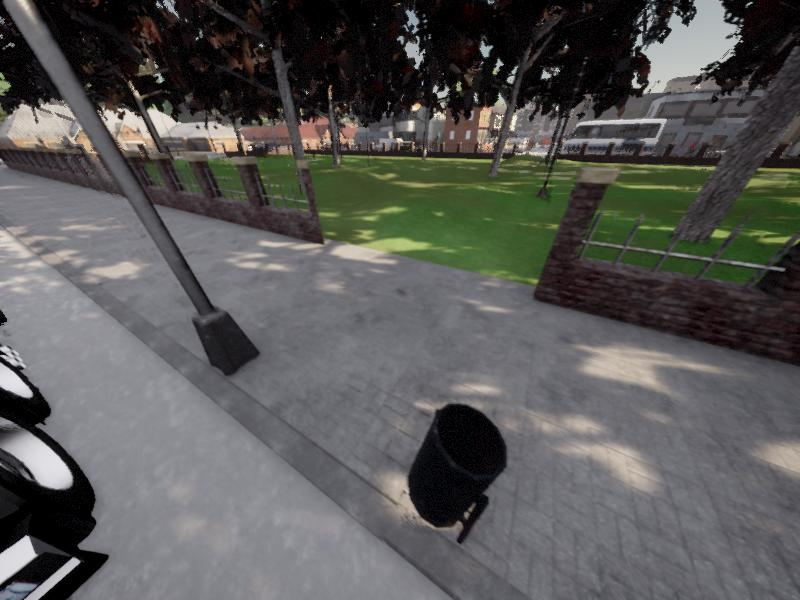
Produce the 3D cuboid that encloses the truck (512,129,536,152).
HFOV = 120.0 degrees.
[{"bbox_3d":[27.557,-35.299,51.117,2.891,3.827,8.468,18,39,24],"label":"truck"}]

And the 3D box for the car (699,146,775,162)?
[{"bbox_3d":[39.485,-17.351,27.309,4.674,1.442,1.812,18,39,24],"label":"car"}]

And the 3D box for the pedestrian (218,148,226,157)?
[{"bbox_3d":[-28.590,-23.673,37.088,0.500,1.100,0.500,18,39,24],"label":"pedestrian"}]

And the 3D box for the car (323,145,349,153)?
[{"bbox_3d":[-13.419,-31.615,48.327,5.357,1.411,2.033,20,40,27],"label":"car"}]

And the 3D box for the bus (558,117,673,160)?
[{"bbox_3d":[28.339,-21.974,31.595,10.273,4.253,3.944,18,39,25],"label":"bus"}]

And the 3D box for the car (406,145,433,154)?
[{"bbox_3d":[3.699,-28.402,43.641,4.718,1.301,1.895,20,40,26],"label":"car"}]

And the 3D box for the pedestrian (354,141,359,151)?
[{"bbox_3d":[-10.259,-36.242,54.298,0.751,1.860,0.751,22,40,28],"label":"pedestrian"}]

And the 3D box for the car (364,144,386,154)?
[{"bbox_3d":[-4.722,-28.687,43.922,3.633,1.501,1.845,17,38,23],"label":"car"}]

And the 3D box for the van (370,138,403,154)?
[{"bbox_3d":[-2.693,-31.129,46.627,6.366,2.431,2.351,17,39,24],"label":"van"}]

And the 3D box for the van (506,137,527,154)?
[{"bbox_3d":[21.627,-28.588,42.755,2.351,2.431,6.366,17,39,24],"label":"van"}]

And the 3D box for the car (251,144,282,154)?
[{"bbox_3d":[-27.381,-31.110,47.603,1.882,1.535,5.008,18,39,24],"label":"car"}]

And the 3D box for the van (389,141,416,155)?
[{"bbox_3d":[0.474,-27.176,41.305,4.442,1.987,1.775,16,38,22],"label":"van"}]

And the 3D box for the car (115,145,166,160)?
[{"bbox_3d":[-40.023,-22.865,35.755,2.242,1.667,4.611,18,39,24],"label":"car"}]

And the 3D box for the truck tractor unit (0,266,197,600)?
[{"bbox_3d":[-5.117,-0.293,0.777,6.516,4.208,3.053,18,39,24],"label":"truck tractor unit"}]
